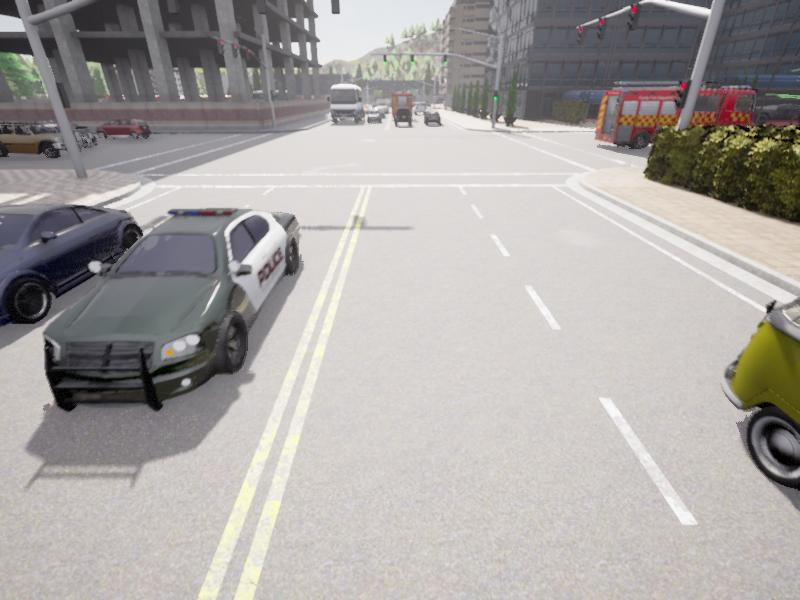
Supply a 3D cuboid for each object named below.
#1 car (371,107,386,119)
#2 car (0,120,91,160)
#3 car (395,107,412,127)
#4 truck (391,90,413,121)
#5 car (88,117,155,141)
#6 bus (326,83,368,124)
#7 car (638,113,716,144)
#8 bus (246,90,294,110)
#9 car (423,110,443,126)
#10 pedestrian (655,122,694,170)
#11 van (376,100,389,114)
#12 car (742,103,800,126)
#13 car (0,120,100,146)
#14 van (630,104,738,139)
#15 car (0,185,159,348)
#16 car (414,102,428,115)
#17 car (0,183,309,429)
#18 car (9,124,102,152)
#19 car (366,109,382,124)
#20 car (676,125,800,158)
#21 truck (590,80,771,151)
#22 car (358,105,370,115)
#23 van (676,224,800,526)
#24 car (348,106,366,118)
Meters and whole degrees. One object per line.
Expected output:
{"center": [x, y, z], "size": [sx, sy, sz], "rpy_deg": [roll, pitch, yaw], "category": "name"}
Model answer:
{"center": [-3.235, -28.814, 61.577], "size": [2.128, 1.511, 4.902], "rpy_deg": [0, 27, 0], "category": "car"}
{"center": [-20.365, -8.902, 22.155], "size": [4.605, 1.855, 1.932], "rpy_deg": [1, 27, 1], "category": "car"}
{"center": [0.344, -21.112, 46.037], "size": [1.905, 1.878, 3.866], "rpy_deg": [0, 27, 0], "category": "car"}
{"center": [0.281, -28.549, 58.498], "size": [2.891, 3.827, 8.468], "rpy_deg": [0, 27, 0], "category": "truck"}
{"center": [-21.885, -13.515, 31.583], "size": [3.705, 1.549, 1.789], "rpy_deg": [0, 27, 0], "category": "car"}
{"center": [-6.568, -25.155, 51.421], "size": [3.944, 4.253, 10.273], "rpy_deg": [0, 25, 0], "category": "bus"}
{"center": [19.886, -12.412, 28.896], "size": [3.866, 1.878, 1.905], "rpy_deg": [-1, 27, 0], "category": "car"}
{"center": [-32.266, -49.845, 99.782], "size": [10.273, 4.253, 3.944], "rpy_deg": [0, 27, 0], "category": "bus"}
{"center": [3.833, -21.763, 47.703], "size": [2.007, 1.525, 4.514], "rpy_deg": [0, 27, 0], "category": "car"}
{"center": [11.850, -6.686, 17.340], "size": [0.751, 1.860, 0.751], "rpy_deg": [5, 27, 10], "category": "pedestrian"}
{"center": [-3.318, -37.388, 77.376], "size": [2.351, 2.431, 6.366], "rpy_deg": [0, 27, 0], "category": "van"}
{"center": [41.982, -20.312, 43.794], "size": [6.274, 2.098, 2.390], "rpy_deg": [15, 30, 26], "category": "car"}
{"center": [-24.806, -11.910, 28.479], "size": [4.902, 1.511, 2.128], "rpy_deg": [0, 27, 0], "category": "car"}
{"center": [22.462, -14.253, 31.916], "size": [6.366, 2.431, 2.351], "rpy_deg": [0, 27, -1], "category": "van"}
{"center": [-6.461, -0.857, 6.892], "size": [1.994, 1.385, 4.181], "rpy_deg": [0, 27, 0], "category": "car"}
{"center": [3.709, -34.756, 72.622], "size": [2.150, 2.045, 5.566], "rpy_deg": [0, 27, 0], "category": "car"}
{"center": [-2.957, -0.486, 5.981], "size": [2.038, 1.542, 4.974], "rpy_deg": [0, 27, 0], "category": "car"}
{"center": [-21.675, -10.304, 25.359], "size": [3.806, 1.475, 1.970], "rpy_deg": [0, 27, 0], "category": "car"}
{"center": [-3.175, -22.662, 49.463], "size": [1.789, 1.549, 3.705], "rpy_deg": [0, 27, 0], "category": "car"}
{"center": [19.042, -9.054, 22.739], "size": [4.902, 1.511, 2.128], "rpy_deg": [0, 27, 0], "category": "car"}
{"center": [17.257, -11.659, 25.307], "size": [8.468, 3.827, 2.891], "rpy_deg": [0, 27, -1], "category": "truck"}
{"center": [-6.810, -36.486, 76.603], "size": [1.801, 1.575, 5.366], "rpy_deg": [0, 27, 0], "category": "car"}
{"center": [4.061, 1.196, 2.153], "size": [1.775, 1.987, 4.442], "rpy_deg": [0, 27, 0], "category": "van"}
{"center": [-6.744, -29.820, 63.388], "size": [2.242, 1.667, 4.611], "rpy_deg": [0, 27, 0], "category": "car"}
